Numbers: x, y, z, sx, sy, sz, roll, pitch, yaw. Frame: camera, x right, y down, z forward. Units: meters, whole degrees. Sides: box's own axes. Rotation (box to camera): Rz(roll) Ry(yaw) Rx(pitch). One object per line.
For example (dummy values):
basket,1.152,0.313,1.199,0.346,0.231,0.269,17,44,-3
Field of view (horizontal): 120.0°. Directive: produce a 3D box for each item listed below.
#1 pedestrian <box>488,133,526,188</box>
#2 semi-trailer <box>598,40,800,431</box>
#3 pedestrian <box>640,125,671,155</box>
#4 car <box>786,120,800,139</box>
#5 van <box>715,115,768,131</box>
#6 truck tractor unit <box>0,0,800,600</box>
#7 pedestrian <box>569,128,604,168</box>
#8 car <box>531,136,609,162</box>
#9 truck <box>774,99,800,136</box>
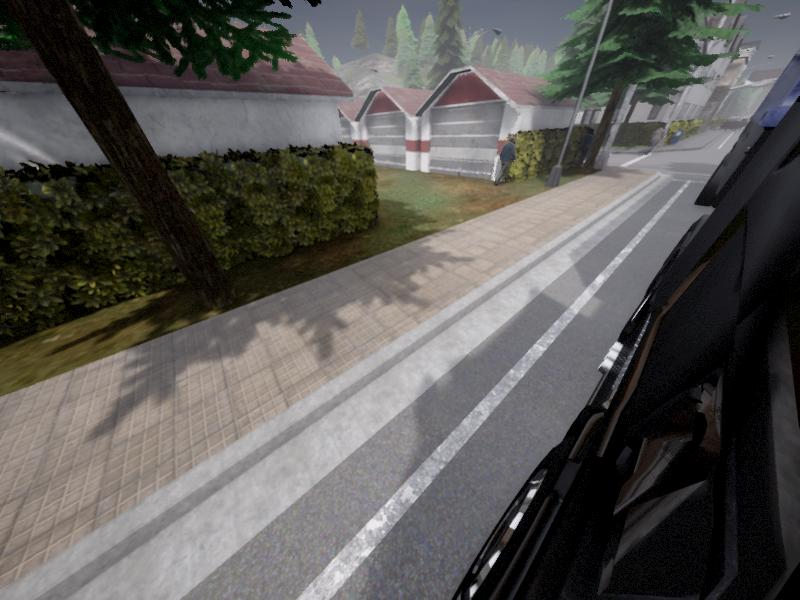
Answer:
pedestrian,4.448,-5.826,9.692,0.751,1.860,0.751,-16,39,-18
semi-trailer,8.684,-3.593,4.274,14.254,4.402,2.717,-28,44,-30
pedestrian,19.292,-12.106,17.499,0.751,1.860,0.751,-26,43,-29
car,43.322,-18.044,24.349,4.974,1.542,2.038,-28,44,-30
van,57.676,-29.921,39.215,2.069,2.038,4.480,4,36,3
truck tractor unit,2.645,-0.295,0.352,6.516,4.208,3.053,-28,44,-30
pedestrian,10.629,-8.691,13.227,0.751,1.860,0.751,-20,40,-22
car,12.811,-11.628,17.695,1.816,1.474,4.193,-28,43,-30
truck,50.091,-22.568,28.163,8.468,3.827,2.891,-28,44,-30
